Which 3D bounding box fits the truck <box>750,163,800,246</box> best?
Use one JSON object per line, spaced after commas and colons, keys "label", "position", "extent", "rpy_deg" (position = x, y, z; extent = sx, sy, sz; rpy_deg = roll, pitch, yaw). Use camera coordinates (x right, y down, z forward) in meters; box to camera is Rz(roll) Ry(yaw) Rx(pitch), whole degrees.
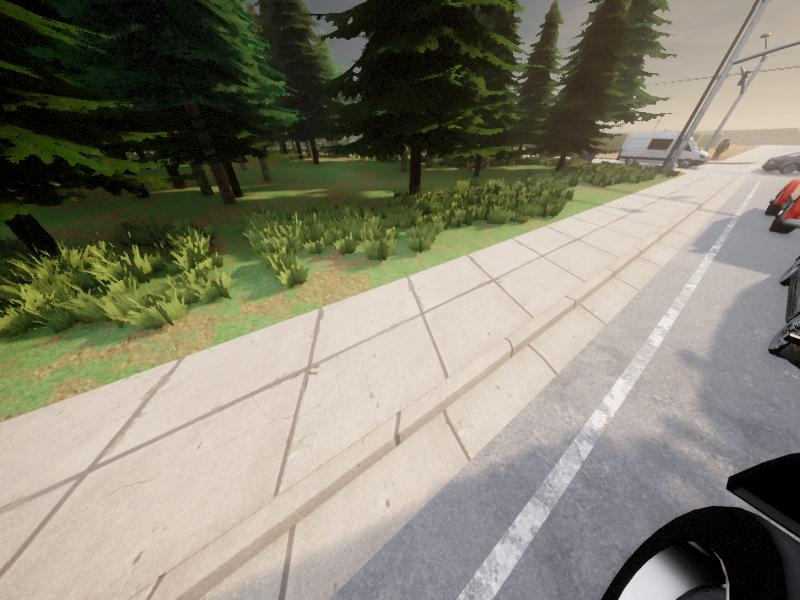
{"label": "truck", "position": [12.430, -3.015, 5.963], "extent": [5.204, 2.467, 2.627], "rpy_deg": [-23, 41, -28]}

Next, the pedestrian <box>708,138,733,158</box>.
{"label": "pedestrian", "position": [36.302, -17.231, 26.213], "extent": [0.751, 1.860, 0.751], "rpy_deg": [21, 40, 27]}

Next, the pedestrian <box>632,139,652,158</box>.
{"label": "pedestrian", "position": [28.270, -17.721, 26.998], "extent": [0.751, 1.860, 0.751], "rpy_deg": [-21, 40, -27]}

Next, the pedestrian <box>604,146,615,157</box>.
{"label": "pedestrian", "position": [26.312, -18.646, 28.987], "extent": [0.500, 1.100, 0.500], "rpy_deg": [-20, 40, -26]}

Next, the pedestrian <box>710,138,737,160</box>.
{"label": "pedestrian", "position": [33.562, -15.660, 24.003], "extent": [0.751, 1.860, 0.751], "rpy_deg": [22, 41, 28]}

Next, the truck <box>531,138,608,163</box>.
{"label": "truck", "position": [18.768, -16.914, 26.019], "extent": [2.390, 2.098, 6.274], "rpy_deg": [-22, 41, -28]}

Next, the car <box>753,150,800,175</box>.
{"label": "car", "position": [29.341, -9.720, 16.350], "extent": [4.181, 1.385, 1.994], "rpy_deg": [16, 38, 21]}

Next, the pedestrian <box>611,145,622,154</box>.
{"label": "pedestrian", "position": [30.107, -20.924, 32.151], "extent": [0.500, 1.100, 0.500], "rpy_deg": [-6, 36, -7]}

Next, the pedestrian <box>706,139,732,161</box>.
{"label": "pedestrian", "position": [32.217, -15.170, 23.326], "extent": [0.751, 1.860, 0.751], "rpy_deg": [-27, 43, -32]}

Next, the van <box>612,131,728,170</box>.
{"label": "van", "position": [23.392, -13.297, 20.474], "extent": [1.988, 2.561, 5.915], "rpy_deg": [-22, 41, -28]}

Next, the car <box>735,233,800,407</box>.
{"label": "car", "position": [6.439, -0.040, 2.635], "extent": [4.902, 1.511, 2.128], "rpy_deg": [-22, 41, -28]}
